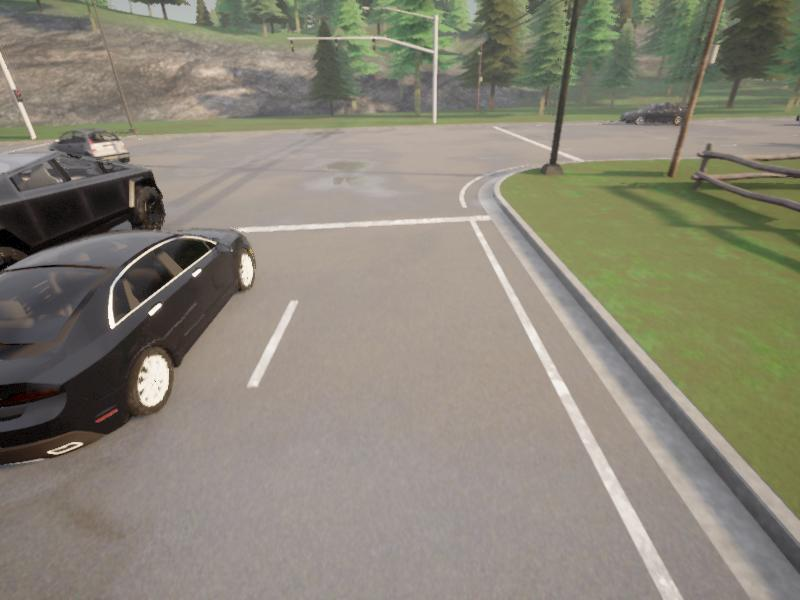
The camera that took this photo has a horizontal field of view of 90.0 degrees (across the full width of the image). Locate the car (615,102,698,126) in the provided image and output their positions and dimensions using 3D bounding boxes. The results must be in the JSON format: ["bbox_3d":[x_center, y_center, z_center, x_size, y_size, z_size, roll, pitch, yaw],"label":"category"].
[{"bbox_3d":[19.776,-14.416,31.018,4.892,1.490,1.837,-1,28,1],"label":"car"}]

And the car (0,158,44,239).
[{"bbox_3d":[-10.576,-1.593,8.153,1.930,1.638,5.238,-2,28,-1],"label":"car"}]

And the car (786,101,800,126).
[{"bbox_3d":[30.440,-12.921,27.680,4.902,1.511,2.128,-1,28,1],"label":"car"}]

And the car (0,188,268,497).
[{"bbox_3d":[-3.479,-0.130,5.219,1.837,1.490,4.892,-1,28,0],"label":"car"}]

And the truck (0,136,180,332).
[{"bbox_3d":[-7.081,-1.589,7.491,2.390,2.098,6.274,-2,28,-1],"label":"truck"}]

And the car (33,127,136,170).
[{"bbox_3d":[-15.250,-7.430,19.404,3.988,1.617,1.851,11,30,22],"label":"car"}]
